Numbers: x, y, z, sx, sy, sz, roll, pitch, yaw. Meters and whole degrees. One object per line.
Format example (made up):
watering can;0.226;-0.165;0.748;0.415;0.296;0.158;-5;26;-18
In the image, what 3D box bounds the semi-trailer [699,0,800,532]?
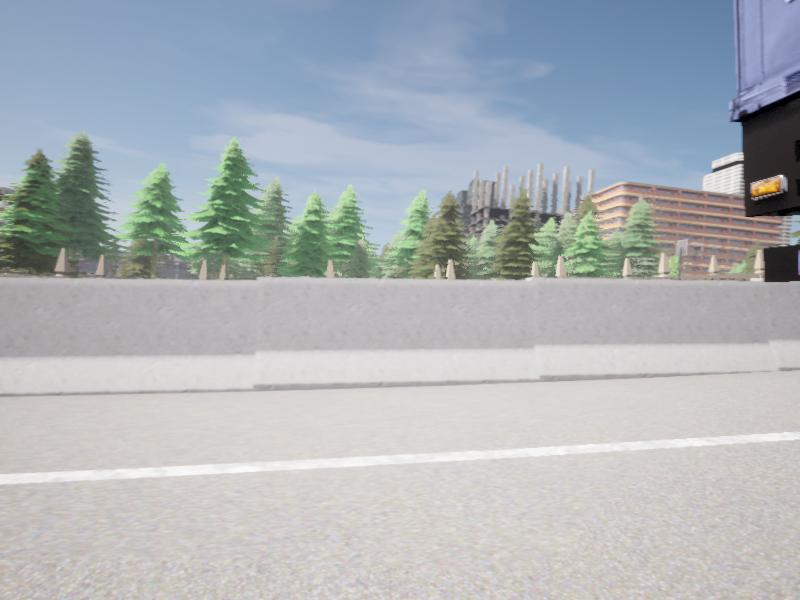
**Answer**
semi-trailer;8.897;-1.452;1.765;14.254;4.402;2.717;-2;1;-7
